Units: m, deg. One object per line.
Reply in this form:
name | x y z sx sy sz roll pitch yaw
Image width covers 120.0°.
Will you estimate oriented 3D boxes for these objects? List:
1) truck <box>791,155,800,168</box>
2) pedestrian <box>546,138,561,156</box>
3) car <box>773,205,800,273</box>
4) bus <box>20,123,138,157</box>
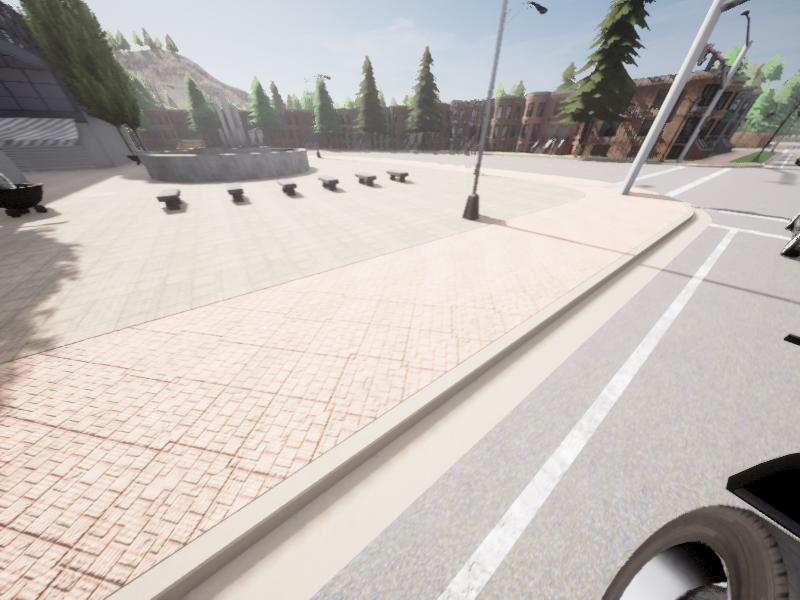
truck | 35.727 -12.426 19.027 5.204 2.467 2.627 -22 41 -28
pedestrian | 19.226 -19.191 28.991 0.751 1.860 0.751 -23 41 -28
car | 10.429 -1.774 4.896 5.238 1.638 1.930 -22 41 -28
bus | -52.881 -27.007 38.929 10.273 4.253 3.944 -21 40 -26
